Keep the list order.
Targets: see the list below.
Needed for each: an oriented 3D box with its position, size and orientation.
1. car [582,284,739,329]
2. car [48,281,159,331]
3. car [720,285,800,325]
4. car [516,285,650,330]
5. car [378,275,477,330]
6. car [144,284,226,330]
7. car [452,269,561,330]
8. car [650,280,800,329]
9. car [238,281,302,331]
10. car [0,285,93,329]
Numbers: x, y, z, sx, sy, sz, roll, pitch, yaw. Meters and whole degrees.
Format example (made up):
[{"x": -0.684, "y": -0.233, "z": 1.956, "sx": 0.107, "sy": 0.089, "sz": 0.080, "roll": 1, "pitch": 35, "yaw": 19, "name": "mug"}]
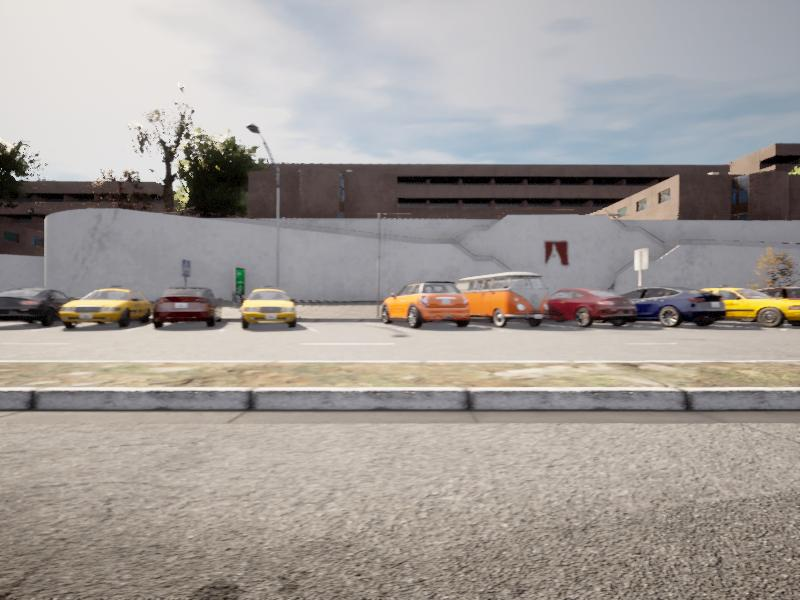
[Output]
[{"x": 9.781, "y": 0.244, "z": 15.598, "sx": 2.163, "sy": 1.488, "sz": 4.792, "roll": 0, "pitch": -1, "yaw": -20, "name": "car"}, {"x": -11.028, "y": 0.220, "z": 15.413, "sx": 1.946, "sy": 1.575, "sz": 5.366, "roll": 1, "pitch": -1, "yaw": -20, "name": "car"}, {"x": 15.777, "y": 0.201, "z": 15.540, "sx": 2.163, "sy": 1.488, "sz": 4.792, "roll": 0, "pitch": -1, "yaw": -20, "name": "car"}, {"x": 6.808, "y": 0.264, "z": 15.568, "sx": 2.002, "sy": 1.452, "sz": 4.674, "roll": 0, "pitch": -1, "yaw": -20, "name": "car"}, {"x": 0.848, "y": 0.111, "z": 15.550, "sx": 2.185, "sy": 1.767, "sz": 4.553, "roll": 0, "pitch": -1, "yaw": -20, "name": "car"}, {"x": -8.123, "y": 0.260, "z": 15.610, "sx": 2.163, "sy": 1.488, "sz": 4.792, "roll": 0, "pitch": -1, "yaw": -20, "name": "car"}, {"x": 3.875, "y": 0.008, "z": 15.471, "sx": 1.878, "sy": 1.987, "sz": 4.442, "roll": 1, "pitch": -1, "yaw": -20, "name": "car"}, {"x": 12.850, "y": 0.188, "z": 15.397, "sx": 1.946, "sy": 1.575, "sz": 5.366, "roll": 0, "pitch": -1, "yaw": -20, "name": "car"}, {"x": -5.062, "y": 0.229, "z": 15.408, "sx": 1.946, "sy": 1.575, "sz": 5.366, "roll": 1, "pitch": -1, "yaw": -20, "name": "car"}, {"x": -14.076, "y": 0.265, "z": 15.584, "sx": 2.002, "sy": 1.452, "sz": 4.674, "roll": 0, "pitch": -1, "yaw": -20, "name": "car"}]
